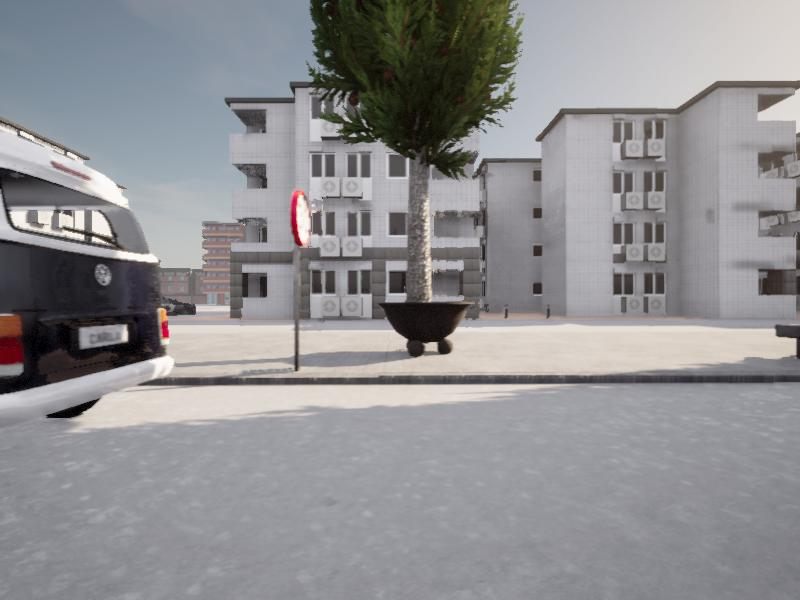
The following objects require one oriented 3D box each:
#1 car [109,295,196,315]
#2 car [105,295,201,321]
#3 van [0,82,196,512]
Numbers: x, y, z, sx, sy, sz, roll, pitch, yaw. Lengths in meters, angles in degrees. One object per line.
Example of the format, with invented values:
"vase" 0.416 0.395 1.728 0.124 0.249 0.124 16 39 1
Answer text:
"car" -16.015 0.308 26.137 1.853 1.218 4.536 0 0 30
"car" -15.989 0.466 26.182 2.038 1.542 4.974 0 0 30
"van" -4.136 -0.013 2.683 4.480 2.038 2.069 0 0 0
